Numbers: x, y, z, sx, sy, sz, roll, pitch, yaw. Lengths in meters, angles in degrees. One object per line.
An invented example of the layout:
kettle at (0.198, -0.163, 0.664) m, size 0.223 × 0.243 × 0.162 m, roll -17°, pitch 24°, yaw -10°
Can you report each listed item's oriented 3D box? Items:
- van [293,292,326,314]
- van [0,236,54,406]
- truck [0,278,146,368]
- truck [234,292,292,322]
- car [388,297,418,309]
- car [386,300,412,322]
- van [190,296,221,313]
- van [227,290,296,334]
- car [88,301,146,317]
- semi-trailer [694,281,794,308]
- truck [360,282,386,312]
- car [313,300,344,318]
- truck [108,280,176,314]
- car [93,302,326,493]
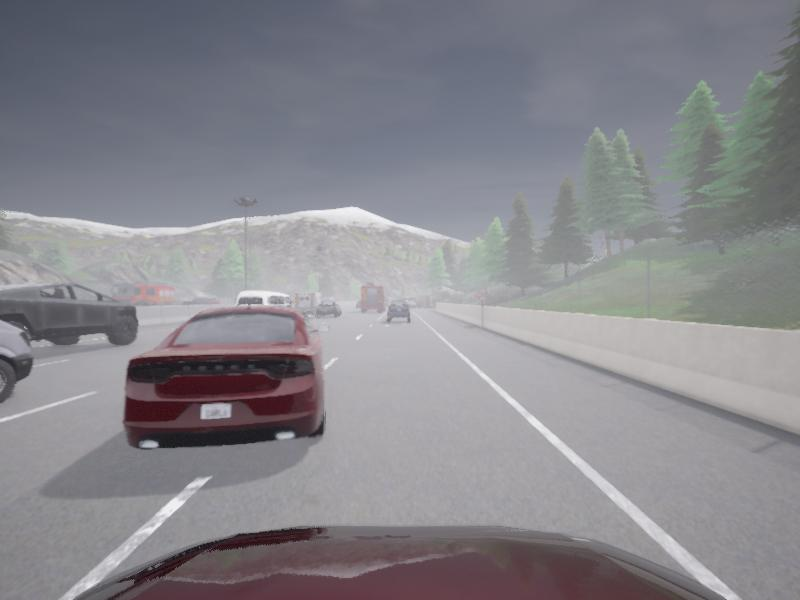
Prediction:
van at (-10.498, 0.341, 47.005) m, size 2.351 × 2.431 × 6.366 m, roll 0°, pitch 0°, yaw 0°
van at (-6.998, 0.319, 3.977) m, size 1.988 × 2.561 × 5.915 m, roll 0°, pitch 0°, yaw 0°
truck at (-10.500, 0.533, 11.538) m, size 2.390 × 2.098 × 6.274 m, roll 0°, pitch 0°, yaw 0°
truck at (-10.500, 0.517, 31.283) m, size 2.390 × 2.098 × 6.274 m, roll 0°, pitch 0°, yaw 0°
car at (0.570, 0.508, 71.508) m, size 2.150 × 2.045 × 5.566 m, roll -2°, pitch 1°, yaw -41°
car at (-0.064, 0.791, 30.015) m, size 1.789 × 1.549 × 3.705 m, roll 0°, pitch 0°, yaw 1°
van at (-24.499, 0.547, 50.533) m, size 1.775 × 1.987 × 4.442 m, roll 0°, pitch 2°, yaw 0°
van at (-6.999, 0.558, 20.783) m, size 2.069 × 2.038 × 4.480 m, roll 0°, pitch 0°, yaw 0°
car at (-28.001, 0.863, 39.878) m, size 2.033 × 1.411 × 5.357 m, roll 0°, pitch 0°, yaw 0°
semi-trailer at (57.728, -0.865, 67.322) m, size 14.254 × 4.402 × 2.717 m, roll 0°, pitch 0°, yaw 1°
truck at (-3.495, -0.363, 54.014) m, size 2.891 × 3.827 × 8.468 m, roll 0°, pitch 0°, yaw 0°
car at (-6.568, 0.807, 37.121) m, size 2.128 × 1.511 × 4.902 m, roll 0°, pitch 0°, yaw -1°
truck at (-31.505, -0.362, 49.451) m, size 2.891 × 3.827 × 8.468 m, roll 0°, pitch 0°, yaw 0°
car at (-2.091, 0.818, 5.940) m, size 1.882 × 1.535 × 5.008 m, roll 0°, pitch 0°, yaw -11°
